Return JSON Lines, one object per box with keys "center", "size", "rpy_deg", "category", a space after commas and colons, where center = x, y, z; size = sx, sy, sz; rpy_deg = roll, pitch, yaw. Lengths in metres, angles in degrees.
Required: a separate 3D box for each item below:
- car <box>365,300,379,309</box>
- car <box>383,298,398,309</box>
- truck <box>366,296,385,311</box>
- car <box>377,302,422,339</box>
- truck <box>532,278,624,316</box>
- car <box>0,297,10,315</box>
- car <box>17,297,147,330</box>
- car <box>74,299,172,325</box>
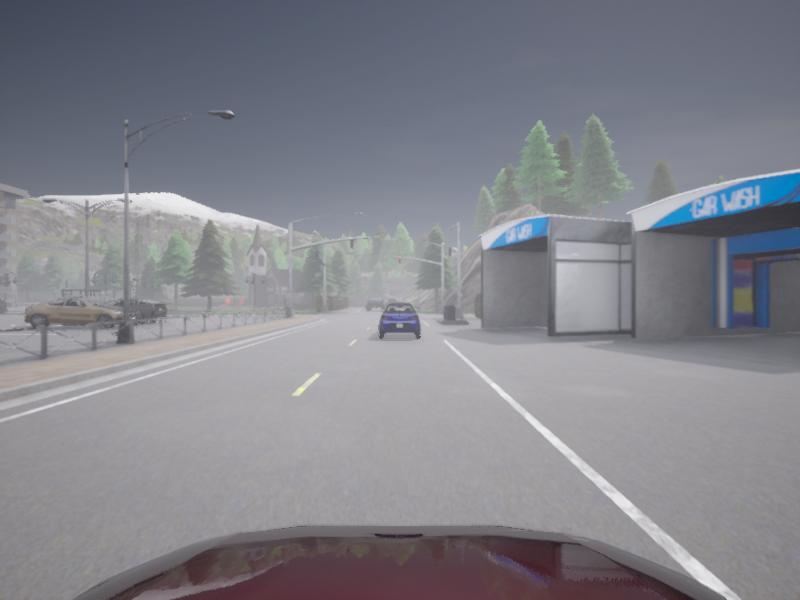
{"center": [-5.035, 0.767, 70.683], "size": [1.930, 1.638, 5.238], "rpy_deg": [0, 0, -10], "category": "car"}
{"center": [-1.758, 0.652, 72.098], "size": [1.905, 1.878, 3.866], "rpy_deg": [0, 0, -15], "category": "car"}
{"center": [-3.556, 0.539, 59.101], "size": [2.390, 2.098, 6.274], "rpy_deg": [0, 0, -1], "category": "truck"}
{"center": [-0.009, 0.853, 18.307], "size": [1.816, 1.474, 4.193], "rpy_deg": [0, 0, 0], "category": "car"}
{"center": [18.686, -0.322, 42.319], "size": [8.468, 3.827, 2.891], "rpy_deg": [0, 0, -1], "category": "truck"}
{"center": [-43.578, 0.650, 41.314], "size": [4.605, 1.855, 1.932], "rpy_deg": [0, 0, -1], "category": "car"}
{"center": [-16.446, 0.673, 20.907], "size": [5.027, 1.636, 2.152], "rpy_deg": [0, 0, -1], "category": "car"}
{"center": [-16.518, 0.682, 24.043], "size": [4.514, 1.523, 2.007], "rpy_deg": [0, 0, -1], "category": "car"}
